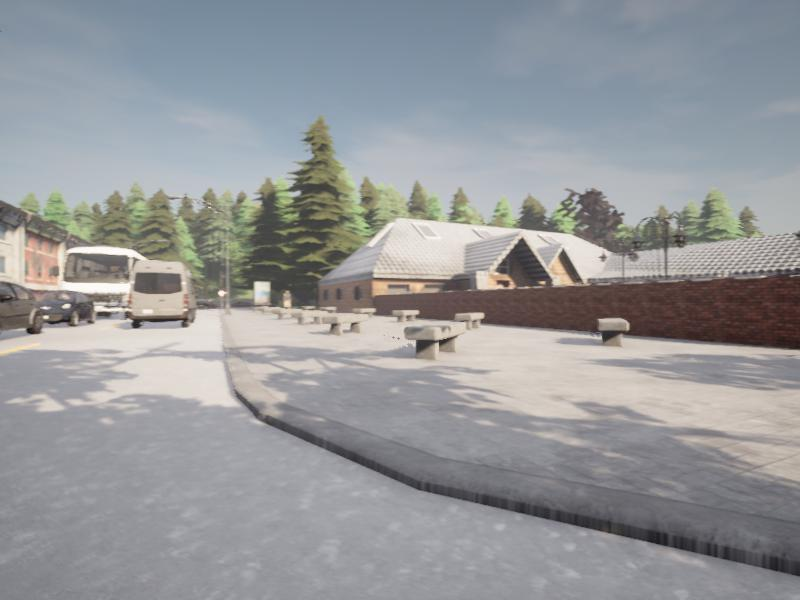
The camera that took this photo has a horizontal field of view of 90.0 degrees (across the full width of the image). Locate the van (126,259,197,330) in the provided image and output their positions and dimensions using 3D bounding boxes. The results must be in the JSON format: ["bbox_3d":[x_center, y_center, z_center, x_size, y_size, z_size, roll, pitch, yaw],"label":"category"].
[{"bbox_3d":[-10.179,-0.173,17.543,1.988,2.561,5.915,0,0,-24],"label":"van"}]

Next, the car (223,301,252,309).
[{"bbox_3d":[-29.557,0.879,72.831,4.674,1.442,1.812,0,0,-39],"label":"car"}]

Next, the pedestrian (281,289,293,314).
[{"bbox_3d":[-8.623,0.093,30.622,0.751,1.860,0.751,0,0,-27],"label":"pedestrian"}]

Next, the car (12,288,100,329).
[{"bbox_3d":[-14.147,0.335,16.690,1.845,1.501,3.633,0,0,-25],"label":"car"}]

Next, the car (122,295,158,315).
[{"bbox_3d":[-22.273,0.405,34.460,1.801,1.575,5.366,0,0,-25],"label":"car"}]

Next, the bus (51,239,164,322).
[{"bbox_3d":[-18.300,-0.975,26.060,3.944,4.253,10.273,0,0,-25],"label":"bus"}]

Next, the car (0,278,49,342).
[{"bbox_3d":[-11.505,0.266,10.906,1.851,1.617,3.988,0,0,-25],"label":"car"}]
